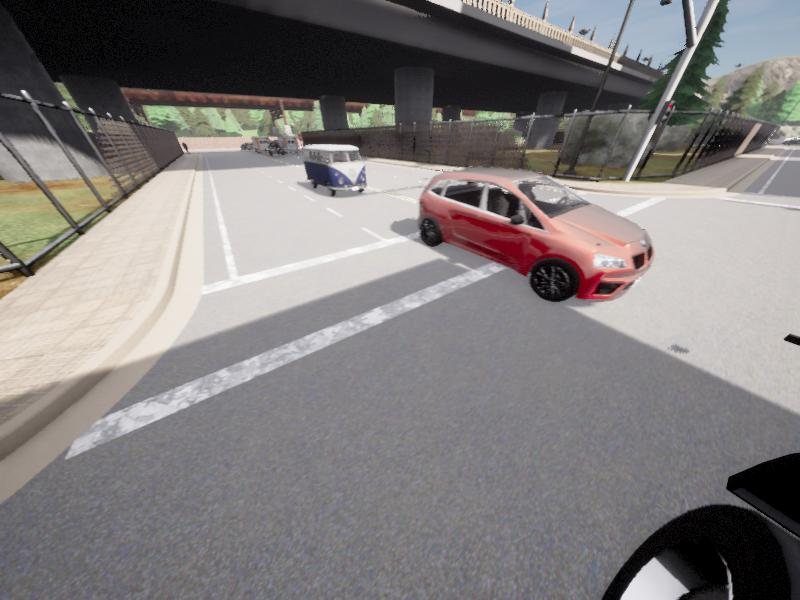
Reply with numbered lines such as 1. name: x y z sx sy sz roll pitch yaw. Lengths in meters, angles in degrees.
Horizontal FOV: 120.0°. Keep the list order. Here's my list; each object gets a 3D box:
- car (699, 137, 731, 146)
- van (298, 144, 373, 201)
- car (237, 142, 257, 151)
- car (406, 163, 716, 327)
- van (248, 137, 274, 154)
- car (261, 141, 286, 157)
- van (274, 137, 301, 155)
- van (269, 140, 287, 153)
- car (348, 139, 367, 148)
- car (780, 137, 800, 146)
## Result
1. car: 69.609 -35.025 51.139 1.789 1.549 3.705 -22 41 -28
2. van: -3.268 -6.462 11.403 1.775 1.987 4.442 -22 41 -28
3. car: -34.285 -34.454 51.798 3.988 1.617 1.851 20 40 26
4. car: 2.397 -1.743 4.890 2.242 1.667 4.611 -23 40 -28
5. van: -25.021 -27.831 41.530 2.351 2.431 6.366 -22 41 -28
6. car: -19.045 -22.749 34.744 1.932 1.855 4.605 -22 41 -28
7. van: -19.669 -26.991 40.269 2.351 2.431 6.366 -22 41 -28
8. van: -23.835 -30.195 45.238 1.775 1.987 4.442 -22 41 -28
9. car: -11.397 -42.266 62.304 4.553 1.767 2.097 -22 41 -27
10. car: 81.471 -32.359 47.206 1.789 1.549 3.705 -22 41 -28
